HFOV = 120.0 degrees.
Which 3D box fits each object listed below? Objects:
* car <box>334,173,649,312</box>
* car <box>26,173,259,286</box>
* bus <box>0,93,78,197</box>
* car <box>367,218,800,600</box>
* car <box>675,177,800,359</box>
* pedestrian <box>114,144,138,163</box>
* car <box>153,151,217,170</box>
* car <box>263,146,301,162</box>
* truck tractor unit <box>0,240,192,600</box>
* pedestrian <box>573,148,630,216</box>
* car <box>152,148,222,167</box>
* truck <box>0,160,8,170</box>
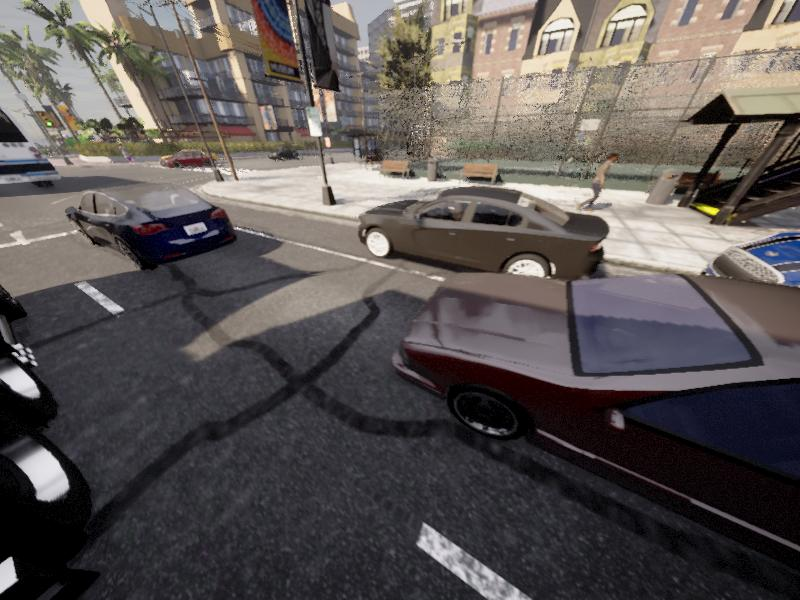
[{"bbox_3d":[1.346,-1.631,5.003,5.008,1.535,2.097,17,38,23],"label":"car"},{"bbox_3d":[-6.289,-2.076,5.751,4.792,1.488,2.163,17,38,23],"label":"car"},{"bbox_3d":[-24.584,-8.771,13.105,10.273,4.253,3.944,17,38,23],"label":"bus"},{"bbox_3d":[2.601,0.699,1.765,5.357,1.411,2.033,17,38,23],"label":"car"},{"bbox_3d":[7.050,-0.067,2.487,4.553,1.767,2.185,17,38,23],"label":"car"},{"bbox_3d":[-31.477,-16.846,26.560,0.751,1.860,0.751,5,35,8],"label":"pedestrian"},{"bbox_3d":[-21.608,-14.206,23.426,1.994,1.385,4.181,21,40,27],"label":"car"},{"bbox_3d":[-15.965,-19.977,31.473,1.851,1.617,3.988,17,38,23],"label":"car"},{"bbox_3d":[-5.069,-0.341,0.837,6.516,4.208,3.053,20,40,26],"label":"truck tractor unit"},{"bbox_3d":[6.556,-3.871,7.592,0.751,1.860,0.751,24,42,31],"label":"pedestrian"},{"bbox_3d":[-23.682,-16.125,26.016,1.801,1.575,5.366,18,39,25],"label":"car"},{"bbox_3d":[-43.348,-14.809,22.309,8.468,3.827,2.891,15,38,21],"label":"truck"}]
